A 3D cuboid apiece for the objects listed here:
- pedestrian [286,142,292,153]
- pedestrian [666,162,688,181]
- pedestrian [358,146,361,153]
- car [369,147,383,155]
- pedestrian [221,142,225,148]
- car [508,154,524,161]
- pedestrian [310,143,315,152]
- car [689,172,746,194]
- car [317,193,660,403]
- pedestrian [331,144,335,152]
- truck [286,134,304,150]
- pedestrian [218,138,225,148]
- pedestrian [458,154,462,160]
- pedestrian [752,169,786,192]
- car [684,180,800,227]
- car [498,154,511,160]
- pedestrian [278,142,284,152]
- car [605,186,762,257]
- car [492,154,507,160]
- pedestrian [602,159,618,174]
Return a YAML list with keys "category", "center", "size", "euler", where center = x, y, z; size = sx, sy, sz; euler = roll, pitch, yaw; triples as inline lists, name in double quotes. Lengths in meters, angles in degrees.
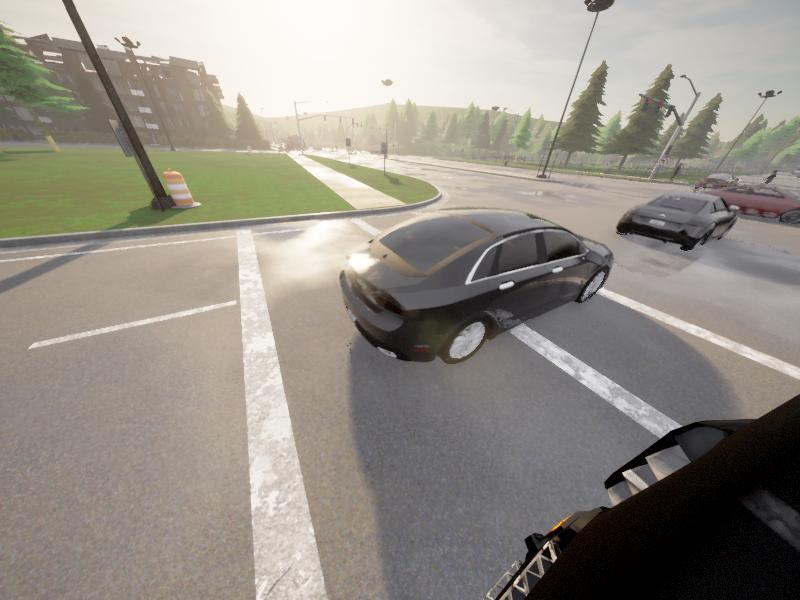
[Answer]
- category: "pedestrian"
  center: [-24.165, -33.156, 50.276]
  size: [0.751, 1.860, 0.751]
  euler: [-16, 38, -26]
- category: "pedestrian"
  center: [32.404, -15.020, 27.062]
  size: [0.751, 1.860, 0.751]
  euler: [-13, 37, -23]
- category: "pedestrian"
  center: [-12.390, -46.293, 70.969]
  size: [0.751, 1.860, 0.751]
  euler: [-20, 40, -30]
- category: "car"
  center: [-6.988, -42.864, 66.465]
  size: [1.930, 1.638, 5.238]
  euler: [-15, 38, -25]
- category: "pedestrian"
  center: [-42.275, -37.016, 55.105]
  size: [0.500, 1.100, 0.500]
  euler: [-19, 39, -29]
- category: "car"
  center: [39.300, -48.243, 78.133]
  size: [4.856, 1.649, 2.033]
  euler: [-16, 38, -26]
- category: "pedestrian"
  center: [-23.986, -41.979, 63.578]
  size: [0.751, 1.860, 0.751]
  euler: [-19, 39, -30]
- category: "car"
  center: [28.265, -10.439, 20.543]
  size: [4.674, 1.442, 1.812]
  euler: [-16, 38, -26]
- category: "car"
  center: [1.524, -0.631, 3.663]
  size: [4.892, 1.490, 1.837]
  euler: [-16, 38, -26]
- category: "pedestrian"
  center: [-20.334, -45.912, 69.782]
  size: [0.751, 1.860, 0.751]
  euler: [-14, 37, -24]
- category: "truck"
  center: [-32.535, -48.781, 71.428]
  size: [2.891, 3.827, 8.468]
  euler: [-16, 38, -26]
- category: "pedestrian"
  center: [-42.093, -36.997, 54.404]
  size: [0.751, 1.860, 0.751]
  euler: [-14, 37, -24]
- category: "pedestrian"
  center: [14.813, -35.168, 56.730]
  size: [0.500, 1.100, 0.500]
  euler: [-13, 37, -23]
- category: "pedestrian"
  center: [35.581, -11.521, 22.311]
  size: [0.751, 1.860, 0.751]
  euler: [-6, 35, -13]
- category: "car"
  center: [17.553, -4.787, 11.271]
  size: [1.994, 1.385, 4.181]
  euler: [-15, 38, -25]
- category: "car"
  center: [36.257, -49.571, 80.004]
  size: [3.988, 1.617, 1.851]
  euler: [-16, 38, -26]
- category: "pedestrian"
  center: [-27.266, -35.188, 53.099]
  size: [0.751, 1.860, 0.751]
  euler: [-16, 38, -26]
- category: "car"
  center: [9.283, -2.783, 7.616]
  size: [4.181, 1.385, 1.994]
  euler: [-16, 38, -26]
- category: "car"
  center: [35.819, -51.599, 83.196]
  size: [5.027, 1.651, 2.152]
  euler: [-16, 38, -26]
- category: "pedestrian"
  center: [29.342, -18.673, 32.326]
  size: [0.751, 1.860, 0.751]
  euler: [-13, 37, -23]
